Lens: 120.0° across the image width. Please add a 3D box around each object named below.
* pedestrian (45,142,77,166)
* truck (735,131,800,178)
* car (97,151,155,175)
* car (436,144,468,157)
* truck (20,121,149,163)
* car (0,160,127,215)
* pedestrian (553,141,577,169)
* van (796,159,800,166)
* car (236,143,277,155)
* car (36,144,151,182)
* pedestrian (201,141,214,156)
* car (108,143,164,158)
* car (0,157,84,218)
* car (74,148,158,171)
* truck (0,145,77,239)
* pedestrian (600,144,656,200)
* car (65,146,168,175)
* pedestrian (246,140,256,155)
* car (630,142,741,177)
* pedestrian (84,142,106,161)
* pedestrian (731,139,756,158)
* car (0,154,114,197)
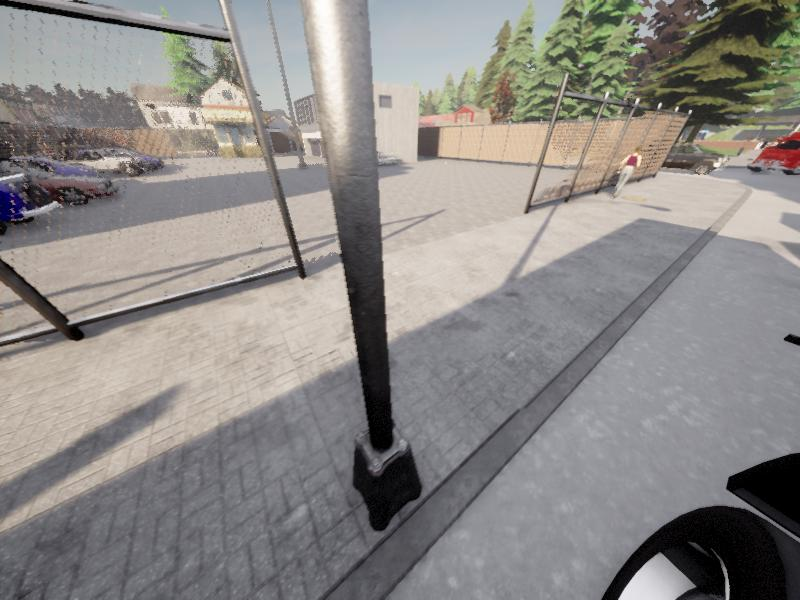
[{"bbox_3d":[-32.772,-14.137,22.364,0.751,1.860,0.751,-21,40,-27],"label":"pedestrian"},{"bbox_3d":[28.195,-10.142,16.002,5.204,2.467,2.627,-4,38,-6],"label":"truck"},{"bbox_3d":[-20.233,-10.247,17.214,2.207,1.379,1.481,-22,41,-28],"label":"car"},{"bbox_3d":[7.312,-21.259,32.778,1.816,1.474,4.193,-22,41,-28],"label":"car"},{"bbox_3d":[-38.884,-19.962,29.188,2.891,3.827,8.468,17,39,23],"label":"truck"},{"bbox_3d":[-14.513,-4.147,8.556,5.357,1.415,2.033,-22,41,-28],"label":"car"},{"bbox_3d":[13.118,-11.543,18.373,0.751,1.860,0.751,-22,41,-28],"label":"pedestrian"},{"bbox_3d":[39.566,-13.957,21.283,5.915,2.561,1.988,-22,41,-28],"label":"van"},{"bbox_3d":[-24.006,-25.397,38.759,5.366,1.575,1.801,-22,41,-28],"label":"car"},{"bbox_3d":[-19.704,-9.115,15.239,3.866,1.878,1.905,-22,41,-28],"label":"car"},{"bbox_3d":[-27.306,-21.523,32.816,0.751,1.860,0.751,-18,39,-23],"label":"pedestrian"},{"bbox_3d":[-38.862,-22.215,34.300,5.027,1.651,2.152,-22,40,-27],"label":"car"},{"bbox_3d":[-14.513,-4.366,8.742,1.789,1.547,3.705,-22,41,-28],"label":"car"},{"bbox_3d":[-24.375,-12.321,20.123,4.193,1.474,1.816,-22,41,-28],"label":"car"},{"bbox_3d":[-12.380,-2.485,5.641,4.478,2.038,2.069,-22,41,-28],"label":"truck"},{"bbox_3d":[9.135,-5.151,9.323,0.751,1.860,0.751,-23,41,-29],"label":"pedestrian"},{"bbox_3d":[-21.954,-11.131,18.299,4.611,1.667,2.242,-22,41,-28],"label":"car"},{"bbox_3d":[-22.265,-22.730,34.497,0.751,1.860,0.751,-19,39,-24],"label":"pedestrian"},{"bbox_3d":[20.674,-10.482,17.037,1.932,1.855,4.605,-23,42,-28],"label":"car"},{"bbox_3d":[-35.200,-17.187,26.710,0.751,1.860,0.751,28,44,34],"label":"pedestrian"},{"bbox_3d":[40.258,-17.810,27.116,0.751,1.860,0.751,-19,39,-24],"label":"pedestrian"},{"bbox_3d":[-17.532,-6.261,11.469,3.633,1.501,1.845,-22,41,-28],"label":"car"}]
